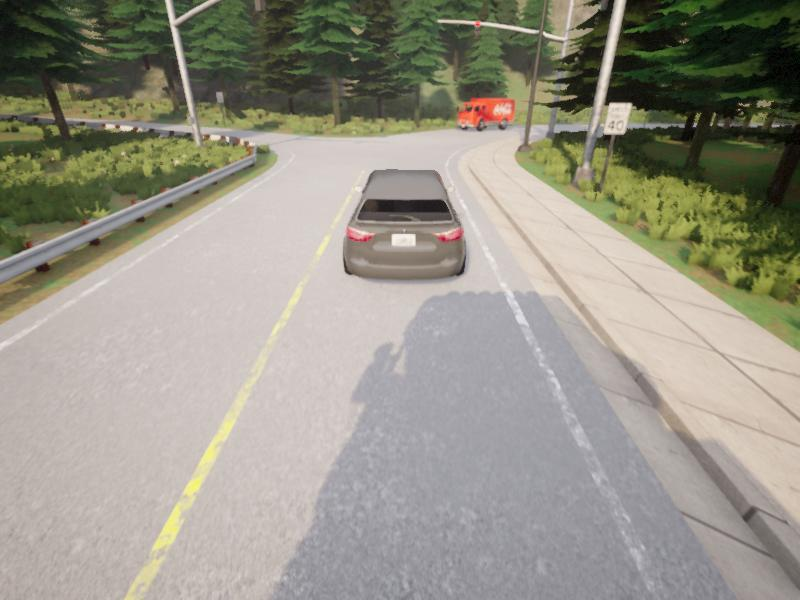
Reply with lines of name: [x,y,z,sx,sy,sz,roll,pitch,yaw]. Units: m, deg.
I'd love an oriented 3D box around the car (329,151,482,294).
car: [0.090,-1.905,8.296,2.242,1.667,4.611,0,28,0]

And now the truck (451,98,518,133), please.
truck: [7.285,-15.932,34.331,5.204,2.467,2.627,-20,34,-33]
